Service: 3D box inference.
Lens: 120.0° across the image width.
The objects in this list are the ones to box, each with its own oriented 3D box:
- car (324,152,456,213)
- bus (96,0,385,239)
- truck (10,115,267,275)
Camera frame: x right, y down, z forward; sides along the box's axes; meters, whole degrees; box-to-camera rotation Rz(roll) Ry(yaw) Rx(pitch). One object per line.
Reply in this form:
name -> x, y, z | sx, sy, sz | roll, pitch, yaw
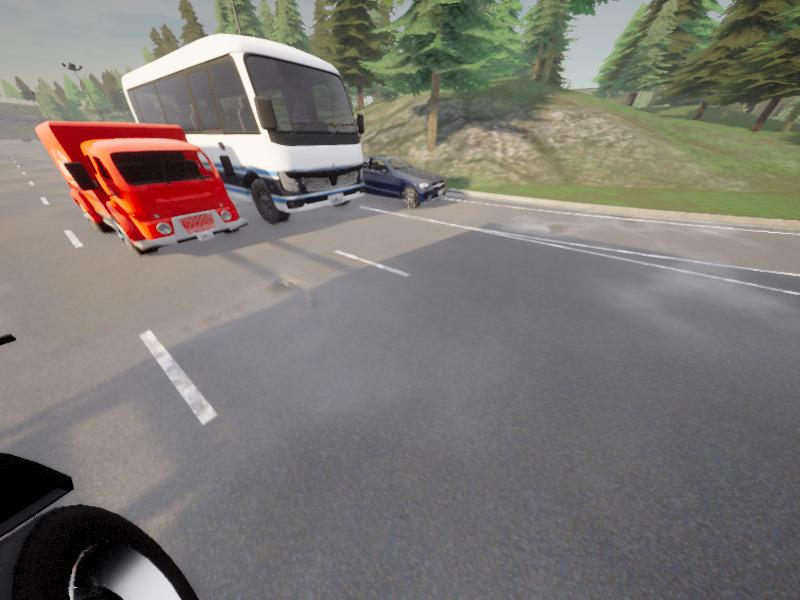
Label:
car -> -0.519, -5.173, 9.821 | 5.027, 1.651, 2.152 | 21, 40, 27
bus -> -5.883, -6.015, 8.681 | 10.273, 4.253, 3.944 | 22, 41, 28
truck -> -6.505, -2.990, 5.935 | 5.204, 2.467, 2.627 | 22, 41, 28
